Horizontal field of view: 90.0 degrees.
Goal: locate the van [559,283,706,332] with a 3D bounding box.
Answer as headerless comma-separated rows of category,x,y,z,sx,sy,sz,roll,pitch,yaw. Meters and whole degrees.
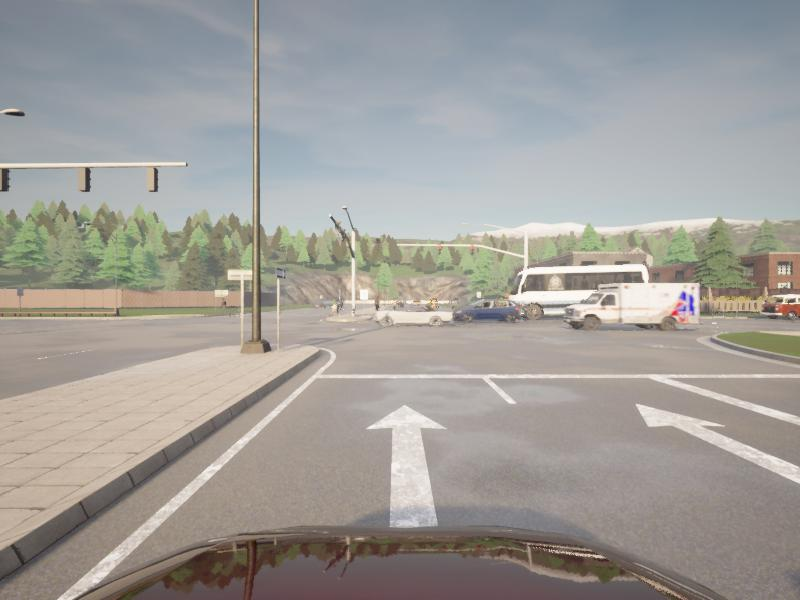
van,12.041,0.378,21.045,6.366,2.431,2.351,0,0,-1

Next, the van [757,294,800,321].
van,31.493,0.569,31.780,4.480,2.038,2.069,0,0,-1

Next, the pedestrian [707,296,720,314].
pedestrian,32.681,0.485,41.673,0.751,1.860,0.751,0,0,-3

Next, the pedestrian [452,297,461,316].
pedestrian,5.503,0.637,39.066,0.751,1.860,0.751,0,0,-5

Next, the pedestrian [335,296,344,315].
pedestrian,-5.895,0.511,38.923,0.751,1.860,0.751,0,0,5

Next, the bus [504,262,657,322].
bus,13.938,-0.544,31.950,10.273,4.253,3.944,-1,0,6

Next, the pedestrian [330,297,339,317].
pedestrian,-6.098,0.637,37.395,0.751,1.860,0.751,0,0,-7

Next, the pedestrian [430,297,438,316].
pedestrian,3.303,0.637,39.083,0.751,1.860,0.751,0,0,5

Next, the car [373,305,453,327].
car,0.740,0.944,24.405,4.718,1.301,1.895,0,0,-1

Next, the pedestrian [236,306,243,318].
pedestrian,-14.690,1.082,36.608,0.500,1.100,0.500,0,0,-3

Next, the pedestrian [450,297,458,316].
pedestrian,5.368,0.649,39.773,0.751,1.860,0.751,0,0,1

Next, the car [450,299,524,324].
car,5.980,0.756,27.968,4.611,1.667,2.242,0,0,-1

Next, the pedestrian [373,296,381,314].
pedestrian,-2.318,0.487,40.408,0.751,1.860,0.751,0,0,-3
